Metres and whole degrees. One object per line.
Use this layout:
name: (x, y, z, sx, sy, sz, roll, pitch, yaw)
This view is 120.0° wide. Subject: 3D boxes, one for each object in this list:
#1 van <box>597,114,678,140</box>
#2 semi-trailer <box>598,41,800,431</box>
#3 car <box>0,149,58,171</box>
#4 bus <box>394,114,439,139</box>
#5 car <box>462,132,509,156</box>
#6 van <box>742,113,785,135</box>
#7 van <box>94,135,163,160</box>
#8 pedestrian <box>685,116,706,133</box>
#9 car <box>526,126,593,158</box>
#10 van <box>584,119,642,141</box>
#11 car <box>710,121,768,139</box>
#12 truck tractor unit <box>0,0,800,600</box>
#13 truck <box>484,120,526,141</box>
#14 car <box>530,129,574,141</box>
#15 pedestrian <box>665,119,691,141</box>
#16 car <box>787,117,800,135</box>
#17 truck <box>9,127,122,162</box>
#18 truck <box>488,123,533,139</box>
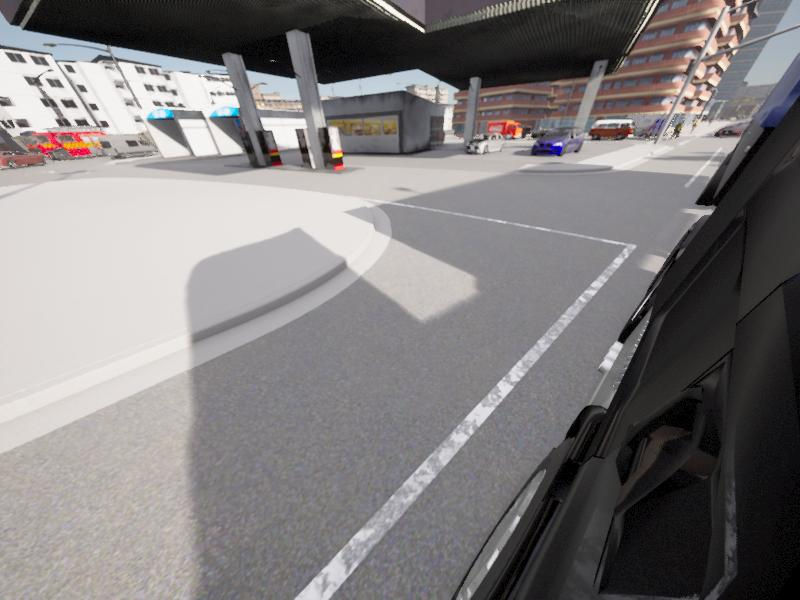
van: (29.702, -21.827, 29.219, 2.351, 2.431, 6.366, -27, 43, -30)
semi-trailer: (8.696, -3.594, 4.249, 14.254, 4.402, 2.717, -28, 44, -30)
car: (-42.821, -15.708, 25.795, 2.152, 1.651, 5.027, -6, 37, -4)
bus: (3.550, -39.757, 53.263, 3.944, 4.253, 10.273, -29, 44, -31)
car: (7.593, -13.903, 20.537, 3.806, 1.475, 1.970, -28, 43, -30)
van: (45.518, -22.112, 29.027, 4.480, 2.038, 2.069, -28, 44, -30)
van: (-38.714, -22.030, 33.288, 1.988, 2.561, 5.915, 4, 37, 9)
pedestrian: (41.178, -24.386, 32.183, 0.751, 1.860, 0.751, 1, 37, 4)
car: (11.866, -11.815, 17.220, 4.611, 1.667, 2.242, -28, 43, -30)
van: (26.091, -20.888, 28.487, 2.069, 2.038, 4.480, -29, 44, -31)
car: (38.288, -19.230, 26.128, 4.181, 1.385, 1.994, -13, 38, -14)
truck tractor unit: (2.645, -0.295, 0.351, 6.516, 4.208, 3.053, -28, 44, -30)
truck: (16.792, -27.239, 37.188, 2.627, 2.467, 5.204, -29, 44, -31)
car: (21.599, -23.606, 33.017, 1.895, 1.301, 4.718, -29, 44, -31)
pedestrian: (30.053, -18.364, 24.982, 0.751, 1.860, 0.751, -6, 37, -5)
car: (47.627, -20.309, 26.820, 5.238, 1.638, 1.930, -28, 44, -30)
truck: (-49.135, -23.372, 34.605, 2.891, 3.827, 8.468, 6, 37, 11)
truck: (18.799, -28.933, 39.659, 2.390, 2.098, 6.274, -28, 44, -30)
